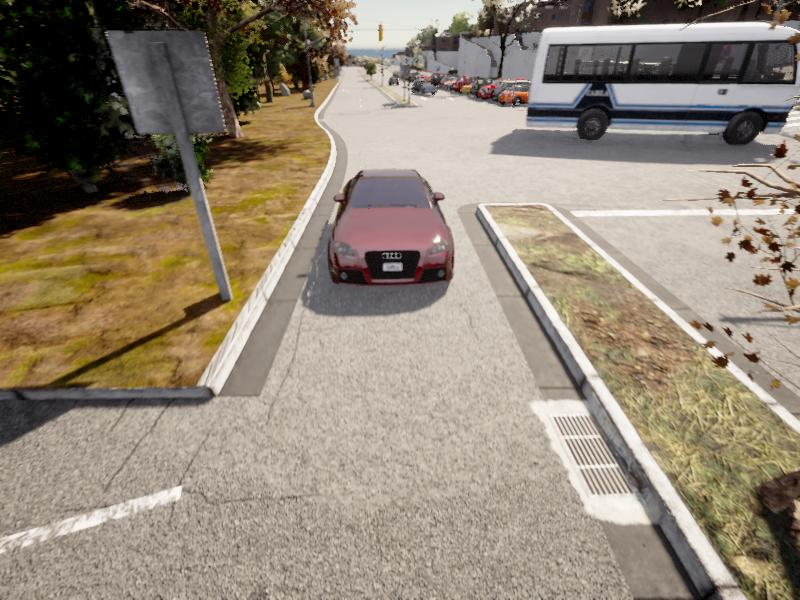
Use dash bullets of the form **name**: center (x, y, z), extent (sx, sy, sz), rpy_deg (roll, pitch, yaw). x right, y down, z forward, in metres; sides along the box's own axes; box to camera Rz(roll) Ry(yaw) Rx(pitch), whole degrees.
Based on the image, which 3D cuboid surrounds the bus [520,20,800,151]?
- **bus**: center (10.873, -9.375, 17.353), extent (10.273, 4.253, 3.944), rpy_deg (8, 34, 14)

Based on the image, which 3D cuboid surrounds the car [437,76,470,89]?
- **car**: center (8.475, -34.311, 63.116), extent (4.553, 1.767, 2.185), rpy_deg (-14, 33, -23)

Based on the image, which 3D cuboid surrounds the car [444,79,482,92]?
- **car**: center (9.170, -31.191, 58.042), extent (4.892, 1.521, 2.231), rpy_deg (-14, 33, -23)

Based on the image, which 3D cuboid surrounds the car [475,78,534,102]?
- **car**: center (11.075, -22.323, 42.448), extent (5.566, 2.045, 2.435), rpy_deg (-13, 33, -23)

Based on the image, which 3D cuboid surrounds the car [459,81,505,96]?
- **car**: center (10.311, -26.704, 50.395), extent (5.366, 1.575, 1.946), rpy_deg (-14, 33, -23)

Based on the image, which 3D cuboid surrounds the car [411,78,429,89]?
- **car**: center (3.187, -35.012, 64.650), extent (2.163, 1.488, 4.792), rpy_deg (-3, 30, -5)

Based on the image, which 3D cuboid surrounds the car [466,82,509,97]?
- **car**: center (10.462, -25.113, 47.770), extent (4.674, 1.452, 2.002), rpy_deg (-13, 33, -23)

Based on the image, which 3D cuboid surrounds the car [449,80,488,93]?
- **car**: center (9.515, -29.667, 55.499), extent (4.792, 1.488, 2.163), rpy_deg (-14, 33, -23)

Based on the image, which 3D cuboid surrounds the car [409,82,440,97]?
- **car**: center (2.980, -26.759, 50.668), extent (2.033, 1.411, 5.357), rpy_deg (-10, 32, -16)

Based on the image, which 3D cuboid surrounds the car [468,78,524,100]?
- **car**: center (10.812, -23.856, 45.057), extent (5.566, 2.045, 2.435), rpy_deg (-13, 33, -23)

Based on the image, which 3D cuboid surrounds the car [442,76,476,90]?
- **car**: center (8.865, -32.815, 60.561), extent (4.553, 1.767, 2.185), rpy_deg (-14, 33, -23)

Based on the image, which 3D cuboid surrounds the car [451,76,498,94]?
- **car**: center (9.845, -28.397, 52.783), extent (5.566, 2.045, 2.435), rpy_deg (-14, 33, -23)

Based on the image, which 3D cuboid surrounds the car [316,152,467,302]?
- **car**: center (-0.198, -1.638, 7.439), extent (1.994, 1.385, 4.181), rpy_deg (-1, 30, -2)

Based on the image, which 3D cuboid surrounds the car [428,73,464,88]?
- **car**: center (7.870, -37.441, 68.233), extent (5.566, 2.045, 2.435), rpy_deg (-13, 33, -23)

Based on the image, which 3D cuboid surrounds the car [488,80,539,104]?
- **car**: center (11.295, -20.766, 39.848), extent (4.442, 1.987, 1.878), rpy_deg (-13, 33, -22)

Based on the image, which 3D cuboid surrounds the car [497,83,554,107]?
- **car**: center (11.649, -19.181, 37.350), extent (4.553, 1.767, 2.185), rpy_deg (-13, 33, -22)
